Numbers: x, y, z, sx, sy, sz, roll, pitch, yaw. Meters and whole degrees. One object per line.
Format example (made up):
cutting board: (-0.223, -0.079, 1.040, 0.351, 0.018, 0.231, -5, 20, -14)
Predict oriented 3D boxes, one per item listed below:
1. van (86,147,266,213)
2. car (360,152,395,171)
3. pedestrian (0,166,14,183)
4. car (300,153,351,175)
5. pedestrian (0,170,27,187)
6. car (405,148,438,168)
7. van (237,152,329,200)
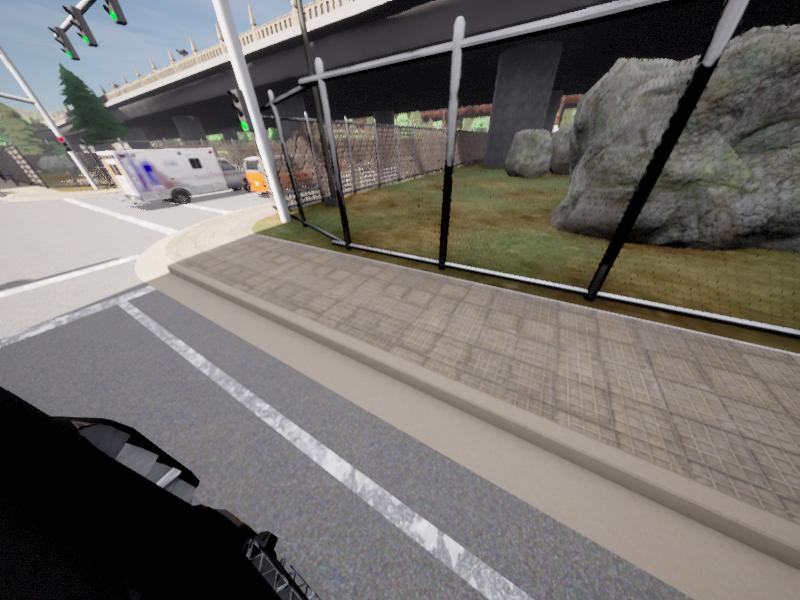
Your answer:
van: (-11.510, -6.934, 12.840, 2.351, 2.431, 6.366, 16, 38, 26)
car: (-2.447, -15.569, 25.886, 1.851, 1.617, 3.988, 16, 38, 26)
pedestrian: (-44.441, -14.041, 25.624, 0.751, 1.860, 0.751, 23, 41, 33)
car: (-7.673, -14.370, 24.374, 2.242, 1.667, 4.611, 16, 38, 25)
pedestrian: (-36.516, -11.464, 21.780, 0.751, 1.300, 0.751, 13, 37, 22)
car: (2.623, -16.792, 27.219, 2.097, 1.767, 4.553, 16, 38, 26)
van: (-6.712, -7.615, 13.951, 1.775, 1.987, 4.442, 16, 38, 26)
